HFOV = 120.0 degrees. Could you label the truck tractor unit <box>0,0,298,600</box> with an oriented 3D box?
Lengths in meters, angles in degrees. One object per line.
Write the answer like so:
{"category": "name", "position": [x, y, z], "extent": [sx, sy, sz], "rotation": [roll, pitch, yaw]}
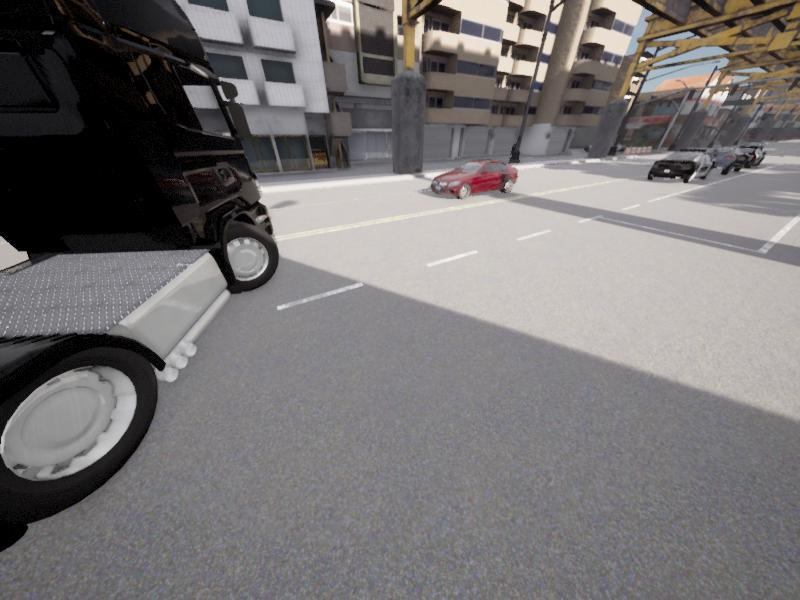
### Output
{"category": "truck tractor unit", "position": [-3.643, -0.850, 1.552], "extent": [3.053, 4.208, 6.516], "rotation": [-3, 35, -5]}

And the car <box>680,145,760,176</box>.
{"category": "car", "position": [23.728, -10.413, 17.144], "extent": [5.027, 1.651, 2.152], "rotation": [-19, 39, -24]}

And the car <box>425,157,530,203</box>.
{"category": "car", "position": [3.693, -5.871, 11.057], "extent": [4.674, 1.442, 1.812], "rotation": [-19, 39, -24]}

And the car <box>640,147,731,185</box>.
{"category": "car", "position": [17.644, -8.369, 14.282], "extent": [5.238, 1.638, 1.930], "rotation": [-19, 39, -24]}
